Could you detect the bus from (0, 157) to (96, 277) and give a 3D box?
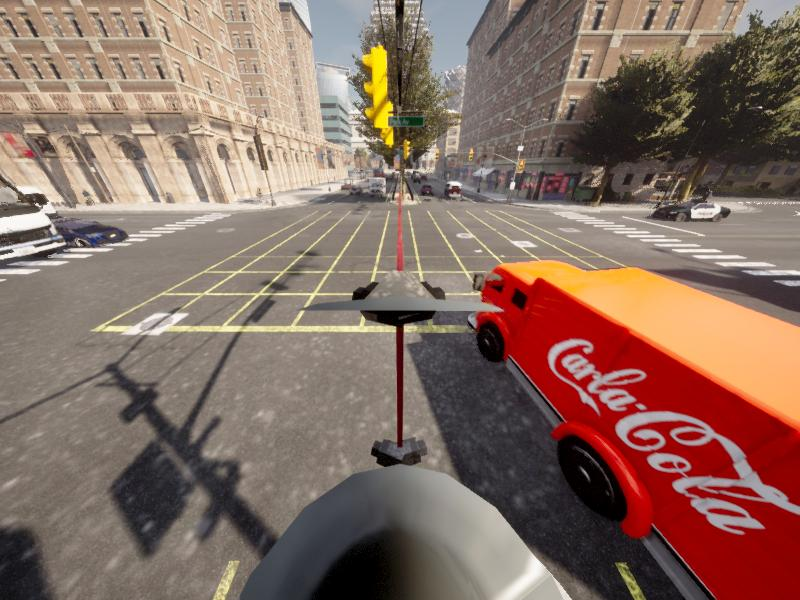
[{"bbox_3d":[-21.520,-3.437,9.730,10.273,4.253,3.944,-1,30,1],"label":"bus"}]

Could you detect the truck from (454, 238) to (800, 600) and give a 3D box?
[{"bbox_3d":[3.384,0.941,3.920,2.627,2.467,5.204,-6,31,-11],"label":"truck"}]

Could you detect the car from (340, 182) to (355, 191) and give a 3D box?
[{"bbox_3d":[-10.295,-22.354,45.417,1.895,1.301,4.718,0,30,0],"label":"car"}]

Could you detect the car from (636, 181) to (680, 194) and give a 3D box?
[{"bbox_3d":[46.031,-20.261,41.455,1.930,1.638,5.238,0,30,0],"label":"car"}]

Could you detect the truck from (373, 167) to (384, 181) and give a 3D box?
[{"bbox_3d":[-6.950,-41.721,76.444,2.891,3.827,8.468,0,30,0],"label":"truck"}]

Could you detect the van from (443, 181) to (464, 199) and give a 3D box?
[{"bbox_3d":[7.921,-16.691,34.879,2.069,2.038,4.480,0,30,0],"label":"van"}]

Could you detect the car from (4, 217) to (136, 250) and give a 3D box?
[{"bbox_3d":[-18.776,-3.900,13.393,4.181,1.385,1.994,0,30,0],"label":"car"}]

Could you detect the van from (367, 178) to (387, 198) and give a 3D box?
[{"bbox_3d":[-3.485,-17.504,35.895,2.351,2.431,6.366,0,30,1],"label":"van"}]

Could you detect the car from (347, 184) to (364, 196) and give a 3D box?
[{"bbox_3d":[-7.009,-17.556,36.885,1.845,1.501,3.633,0,30,1],"label":"car"}]

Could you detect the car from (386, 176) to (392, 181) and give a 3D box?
[{"bbox_3d":[-3.452,-39.109,74.448,1.895,1.301,4.718,0,30,0],"label":"car"}]

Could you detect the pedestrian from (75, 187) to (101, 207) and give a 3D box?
[{"bbox_3d":[-34.128,-11.267,25.308,0.751,1.860,0.751,-5,30,-9],"label":"pedestrian"}]

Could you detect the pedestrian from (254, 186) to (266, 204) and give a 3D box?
[{"bbox_3d":[-16.659,-12.571,27.565,0.751,1.860,0.751,-13,32,-21],"label":"pedestrian"}]

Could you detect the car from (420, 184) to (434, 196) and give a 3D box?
[{"bbox_3d":[4.430,-18.322,38.266,1.816,1.474,4.193,0,30,0],"label":"car"}]

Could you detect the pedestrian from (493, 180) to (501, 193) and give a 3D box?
[{"bbox_3d":[16.226,-19.058,38.802,0.751,1.860,0.751,2,30,4],"label":"pedestrian"}]

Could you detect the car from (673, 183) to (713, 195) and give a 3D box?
[{"bbox_3d":[49.528,-18.902,39.175,1.845,1.501,3.633,0,30,0],"label":"car"}]

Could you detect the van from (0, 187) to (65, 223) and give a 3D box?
[{"bbox_3d":[-32.920,-7.893,19.138,5.915,2.561,1.988,0,30,0],"label":"van"}]

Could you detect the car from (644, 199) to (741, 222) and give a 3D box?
[{"bbox_3d":[24.448,-7.562,19.504,4.974,1.542,2.038,0,30,0],"label":"car"}]

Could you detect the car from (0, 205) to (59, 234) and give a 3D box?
[{"bbox_3d":[-27.947,-5.741,16.342,3.988,1.617,1.851,0,30,0],"label":"car"}]
